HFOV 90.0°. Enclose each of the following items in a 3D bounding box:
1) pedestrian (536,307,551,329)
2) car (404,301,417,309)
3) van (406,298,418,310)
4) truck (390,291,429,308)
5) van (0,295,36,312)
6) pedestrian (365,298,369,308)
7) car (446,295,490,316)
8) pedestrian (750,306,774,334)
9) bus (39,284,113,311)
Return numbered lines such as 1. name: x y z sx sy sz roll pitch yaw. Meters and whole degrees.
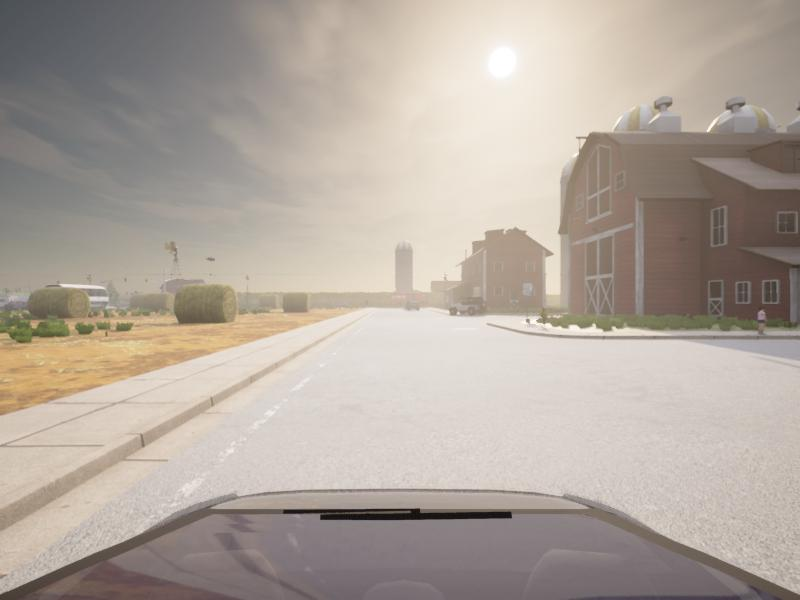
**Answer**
1. pedestrian: 7.325 0.903 20.431 0.500 1.100 0.500 0 0 -10
2. car: 1.918 0.992 75.988 2.163 1.488 4.792 0 0 -1
3. van: 2.054 0.728 69.668 1.775 1.987 4.442 0 0 -1
4. truck: 2.109 -0.134 88.104 8.468 3.827 2.891 0 0 0
5. van: -58.547 0.455 59.702 2.351 2.431 6.366 0 0 3
6. pedestrian: -6.466 0.626 77.672 0.751 1.860 0.751 0 0 3
7. car: 6.839 0.564 40.414 1.905 1.878 3.866 -8 3 -43
8. pedestrian: 14.187 0.777 15.690 0.500 1.100 0.500 0 0 12
9. bus: -54.779 -0.440 68.120 3.944 4.253 10.273 0 0 3
